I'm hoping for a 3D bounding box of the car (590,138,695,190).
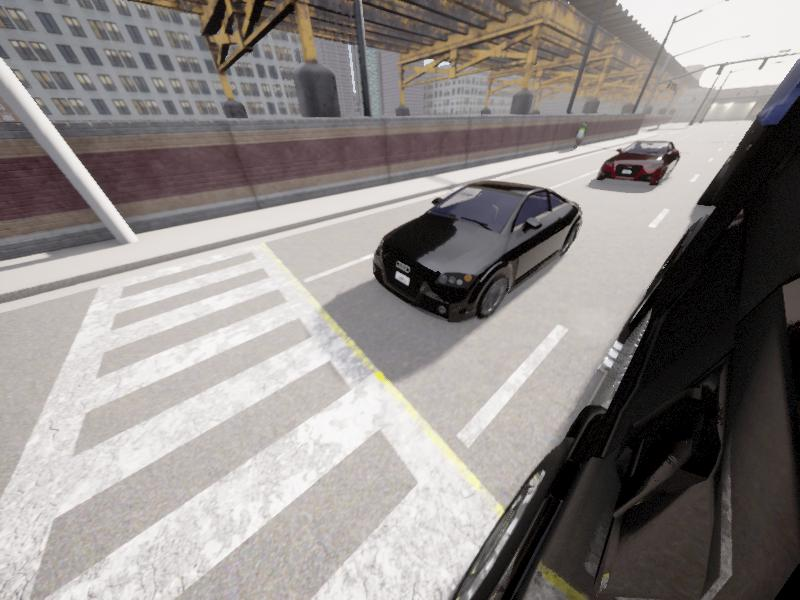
[{"bbox_3d":[10.229,-5.883,9.750,4.181,1.385,1.994,-28,44,-30],"label":"car"}]

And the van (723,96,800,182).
[{"bbox_3d":[16.664,-7.046,9.959,5.915,2.561,1.988,-28,44,-30],"label":"van"}]

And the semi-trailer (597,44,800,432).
[{"bbox_3d":[8.721,-3.584,4.212,14.254,4.402,2.717,-28,44,-30],"label":"semi-trailer"}]

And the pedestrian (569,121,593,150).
[{"bbox_3d":[14.620,-13.313,18.715,0.751,1.860,0.751,-25,42,-27],"label":"pedestrian"}]

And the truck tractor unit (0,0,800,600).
[{"bbox_3d":[2.645,-0.295,0.351,6.516,4.208,3.053,-28,44,-30],"label":"truck tractor unit"}]

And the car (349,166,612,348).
[{"bbox_3d":[1.543,-1.255,4.074,4.181,1.385,1.994,-28,44,-30],"label":"car"}]
